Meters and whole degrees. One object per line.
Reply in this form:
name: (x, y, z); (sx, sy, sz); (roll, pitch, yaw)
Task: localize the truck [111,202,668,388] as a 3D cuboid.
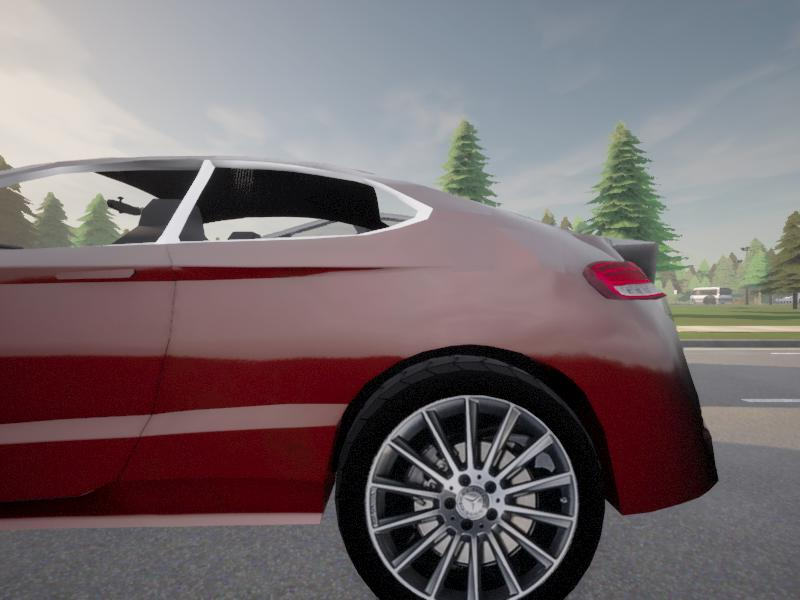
truck: (-0.117, -0.058, 5.701); (6.274, 2.098, 2.390); (0, 0, 0)

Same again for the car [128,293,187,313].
car: (-19.730, 0.228, 32.824); (1.837, 1.490, 4.892); (0, 0, 1)

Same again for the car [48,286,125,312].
car: (-26.710, -0.056, 34.404); (2.150, 2.045, 5.566); (0, 0, 1)

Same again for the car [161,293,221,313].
car: (-16.247, 0.222, 31.470); (2.128, 1.511, 4.902); (0, 0, 1)

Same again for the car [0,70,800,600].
car: (-1.307, 0.179, 2.200); (5.027, 1.651, 2.152); (0, 0, 0)
